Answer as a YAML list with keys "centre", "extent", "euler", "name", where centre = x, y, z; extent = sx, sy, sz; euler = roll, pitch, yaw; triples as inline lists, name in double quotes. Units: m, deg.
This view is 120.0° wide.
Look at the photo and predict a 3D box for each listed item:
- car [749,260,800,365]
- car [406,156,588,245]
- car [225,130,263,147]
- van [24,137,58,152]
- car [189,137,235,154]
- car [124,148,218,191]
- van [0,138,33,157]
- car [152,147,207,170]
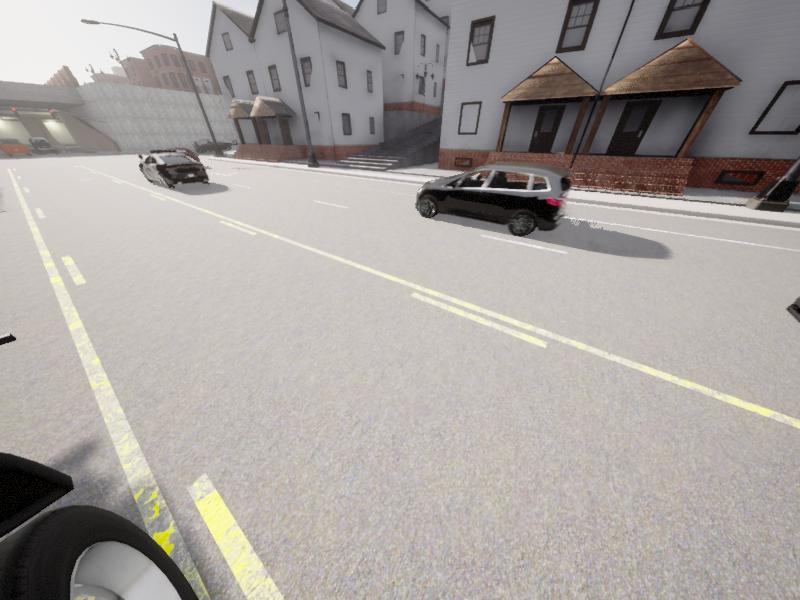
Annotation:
- centre: [6.989, 0.720, 1.618]
  extent: [4.514, 1.525, 2.007]
  euler: [22, 41, 28]
  name: "car"
- centre: [2.743, -3.415, 7.333]
  extent: [4.611, 1.667, 2.242]
  euler: [23, 41, 29]
  name: "car"
- centre: [-27.151, -28.148, 40.280]
  extent: [2.038, 1.542, 4.974]
  euler: [22, 51, 27]
  name: "car"
- centre: [-60.848, -26.376, 39.138]
  extent: [4.480, 2.038, 2.069]
  euler: [21, 40, 26]
  name: "van"
- centre: [-28.048, -23.215, 34.624]
  extent: [2.242, 1.667, 4.611]
  euler: [22, 46, 27]
  name: "car"
- centre: [-12.874, -7.436, 12.949]
  extent: [5.238, 1.638, 1.930]
  euler: [22, 41, 27]
  name: "car"
- centre: [-50.631, -20.003, 30.210]
  extent: [4.442, 1.987, 1.775]
  euler: [21, 40, 27]
  name: "van"
- centre: [-19.420, -12.554, 20.336]
  extent: [4.674, 1.442, 1.812]
  euler: [21, 40, 27]
  name: "car"
